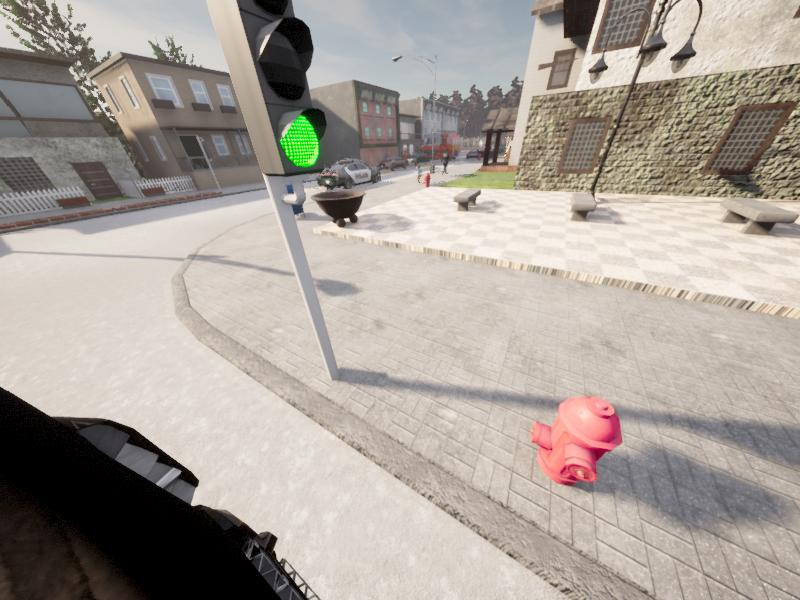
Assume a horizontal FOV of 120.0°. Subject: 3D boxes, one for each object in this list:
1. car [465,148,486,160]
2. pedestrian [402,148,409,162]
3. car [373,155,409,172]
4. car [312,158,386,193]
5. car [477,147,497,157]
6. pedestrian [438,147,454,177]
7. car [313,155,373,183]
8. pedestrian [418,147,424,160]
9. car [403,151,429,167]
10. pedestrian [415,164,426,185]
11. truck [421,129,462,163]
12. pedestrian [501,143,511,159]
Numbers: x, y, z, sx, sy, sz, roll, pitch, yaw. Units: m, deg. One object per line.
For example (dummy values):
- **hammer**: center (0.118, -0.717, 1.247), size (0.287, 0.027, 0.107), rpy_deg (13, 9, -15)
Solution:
- **car**: center (12.238, -23.646, 37.346), size (1.994, 1.385, 4.181), rpy_deg (16, 38, 26)
- **pedestrian**: center (0.866, -22.965, 36.512), size (0.751, 1.860, 0.751), rpy_deg (11, 36, 20)
- **car**: center (-0.879, -15.219, 25.667), size (1.994, 1.385, 4.181), rpy_deg (16, 38, 26)
- **car**: center (-3.208, -8.620, 15.766), size (2.038, 1.542, 4.974), rpy_deg (16, 38, 26)
- **car**: center (16.229, -27.560, 42.907), size (2.033, 1.411, 5.357), rpy_deg (16, 38, 26)
- **pedestrian**: center (3.436, -10.301, 17.262), size (0.751, 1.860, 0.751), rpy_deg (22, 41, 32)
- **car**: center (-4.783, -11.607, 20.284), size (1.930, 1.638, 5.238), rpy_deg (15, 38, 25)
- **pedestrian**: center (3.670, -25.694, 40.404), size (0.751, 1.860, 0.751), rpy_deg (14, 37, 23)
- **car**: center (2.165, -18.256, 29.836), size (1.789, 1.549, 3.705), rpy_deg (16, 38, 26)
- **pedestrian**: center (1.257, -7.779, 14.305), size (0.500, 1.100, 0.500), rpy_deg (-25, 39, -29)
- **truck**: center (6.438, -23.425, 35.234), size (2.891, 3.827, 8.468), rpy_deg (16, 38, 26)
- **pedestrian**: center (14.506, -20.469, 31.715), size (0.751, 1.860, 0.751), rpy_deg (17, 38, 27)
